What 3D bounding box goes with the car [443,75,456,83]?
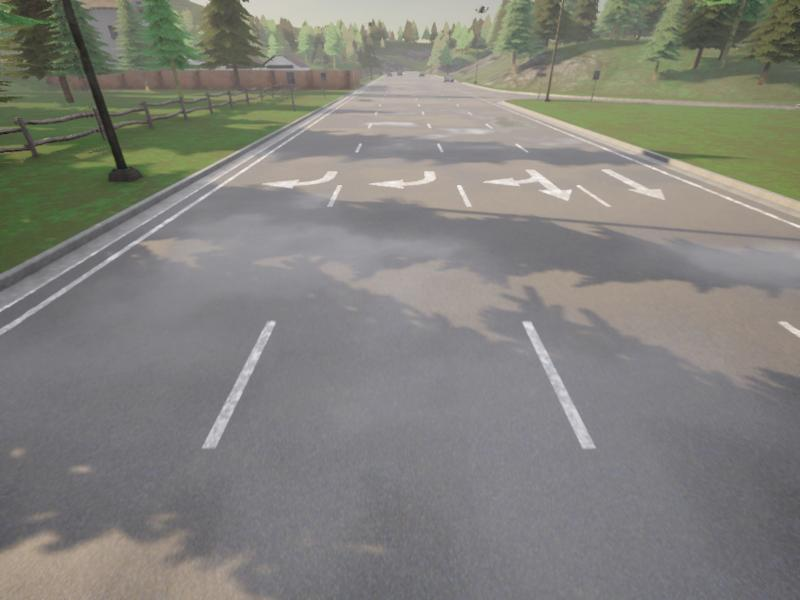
[{"bbox_3d":[10.426,-46.920,84.887,2.128,1.511,4.902,0,30,0],"label":"car"}]
